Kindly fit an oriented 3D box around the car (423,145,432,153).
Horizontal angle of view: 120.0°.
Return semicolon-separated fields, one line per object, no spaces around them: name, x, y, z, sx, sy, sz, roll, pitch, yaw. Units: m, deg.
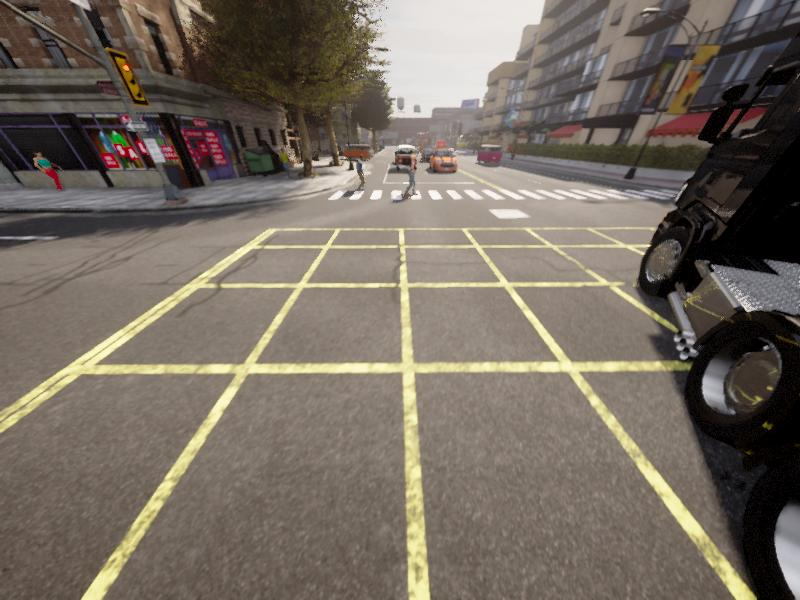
car;7.117;-39.179;59.873;1.789;1.549;3.705;0;34;-1

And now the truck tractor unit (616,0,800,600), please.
truck tractor unit;4.517;-0.662;1.310;3.053;4.208;6.516;21;40;28

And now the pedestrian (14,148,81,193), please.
pedestrian;-17.266;-6.350;11.385;0.751;1.860;0.751;1;34;1

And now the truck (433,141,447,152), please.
truck;10.593;-40.880;61.557;2.627;2.467;5.204;0;34;-1

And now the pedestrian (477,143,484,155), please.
pedestrian;16.107;-30.086;46.037;0.751;1.860;0.751;-1;34;-2

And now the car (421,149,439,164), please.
car;3.981;-19.558;31.304;1.837;1.490;4.892;0;34;-1

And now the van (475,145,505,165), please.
van;11.012;-18.087;28.724;1.775;1.987;4.442;0;34;0

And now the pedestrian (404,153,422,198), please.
pedestrian;0.587;-6.029;11.192;0.751;1.860;0.751;0;34;0

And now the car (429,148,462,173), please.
car;4.100;-13.215;21.782;2.097;1.767;4.553;0;34;0

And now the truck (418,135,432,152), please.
truck;7.029;-45.152;66.588;2.891;3.827;8.468;0;34;-1

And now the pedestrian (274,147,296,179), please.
pedestrian;-7.882;-9.476;15.950;0.751;1.860;0.751;-6;35;-8

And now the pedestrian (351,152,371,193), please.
pedestrian;-2.048;-6.761;12.259;0.751;1.860;0.751;2;34;3

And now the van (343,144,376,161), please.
van;-6.001;-21.950;34.353;4.442;1.987;1.775;14;37;18

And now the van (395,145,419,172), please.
van;0.591;-13.750;22.343;2.069;2.038;4.480;0;34;-1

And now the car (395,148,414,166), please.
car;0.515;-17.880;28.742;2.152;1.651;5.027;0;34;-1
